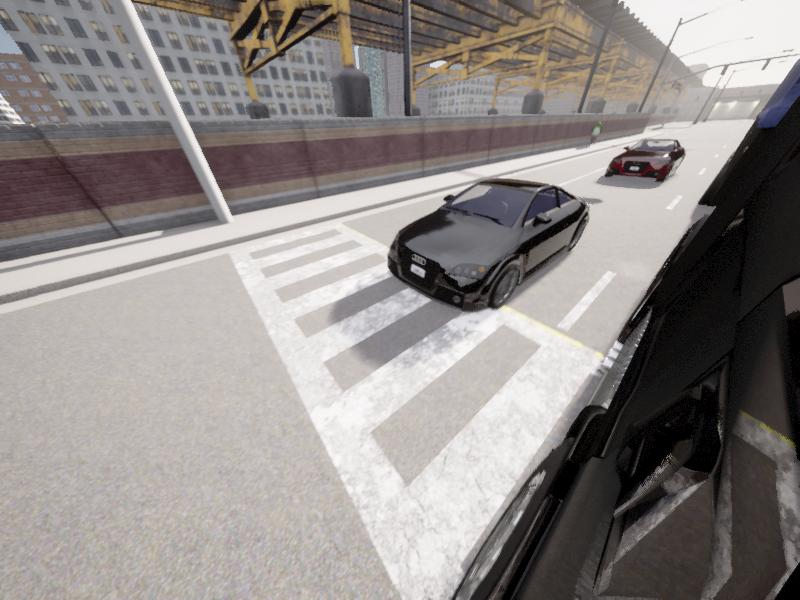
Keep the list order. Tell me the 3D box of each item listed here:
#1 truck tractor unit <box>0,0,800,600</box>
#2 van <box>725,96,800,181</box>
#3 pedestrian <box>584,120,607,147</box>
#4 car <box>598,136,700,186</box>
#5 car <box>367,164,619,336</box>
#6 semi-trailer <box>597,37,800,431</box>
[{"bbox_3d":[2.645,-0.295,0.351,6.516,4.208,3.053,-28,44,-30],"label":"truck tractor unit"},{"bbox_3d":[16.738,-7.062,9.922,5.915,2.561,1.988,-28,44,-30],"label":"van"},{"bbox_3d":[16.958,-14.463,20.070,0.751,1.860,0.751,-25,42,-27],"label":"pedestrian"},{"bbox_3d":[10.941,-6.236,10.156,4.181,1.385,1.994,-28,43,-30],"label":"car"},{"bbox_3d":[1.782,-1.377,4.228,4.181,1.385,1.994,-28,44,-30],"label":"car"},{"bbox_3d":[8.718,-3.591,4.209,14.254,4.402,2.717,-28,44,-30],"label":"semi-trailer"}]
